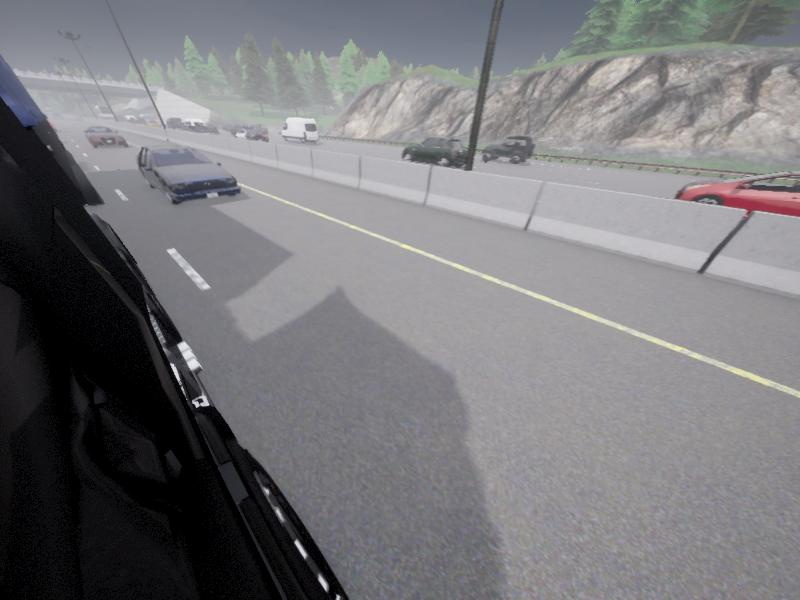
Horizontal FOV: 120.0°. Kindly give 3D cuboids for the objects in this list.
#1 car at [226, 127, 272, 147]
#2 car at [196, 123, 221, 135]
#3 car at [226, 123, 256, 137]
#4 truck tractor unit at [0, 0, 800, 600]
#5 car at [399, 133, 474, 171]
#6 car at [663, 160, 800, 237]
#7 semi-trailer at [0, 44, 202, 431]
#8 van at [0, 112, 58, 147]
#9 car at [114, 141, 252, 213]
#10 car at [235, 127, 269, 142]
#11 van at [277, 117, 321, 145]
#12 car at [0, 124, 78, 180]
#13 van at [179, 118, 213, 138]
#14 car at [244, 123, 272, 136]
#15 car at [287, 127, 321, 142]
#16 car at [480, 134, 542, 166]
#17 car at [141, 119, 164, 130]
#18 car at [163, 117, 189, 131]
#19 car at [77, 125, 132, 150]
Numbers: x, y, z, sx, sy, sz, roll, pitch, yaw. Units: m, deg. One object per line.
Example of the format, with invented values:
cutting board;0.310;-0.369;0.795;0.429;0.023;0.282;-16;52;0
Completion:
car;-15.995;-17.293;24.455;4.974;1.542;2.038;28;44;30
car;-31.893;-28.516;38.483;3.705;1.549;1.789;28;44;30
car;-26.522;-28.454;38.599;4.611;1.667;2.242;28;44;30
truck tractor unit;-2.645;-0.295;0.351;6.516;4.208;3.053;28;44;30
car;2.345;-10.388;16.061;4.553;1.767;2.097;28;44;30
car;11.876;-3.142;7.172;2.007;1.525;4.514;-26;45;-32
semi-trailer;-8.702;-3.589;4.244;14.254;4.402;2.717;28;44;30
van;-30.257;-13.547;18.291;2.069;2.038;4.480;-24;44;-30
car;-7.722;-4.579;8.131;5.357;1.411;2.033;28;44;30
car;-19.567;-21.878;30.490;4.181;1.385;1.994;28;44;30
van;-12.914;-21.568;29.468;5.915;2.561;1.988;28;44;30
car;-16.826;-6.778;10.365;4.856;1.649;2.033;28;44;30
van;-28.931;-24.383;32.753;4.480;2.038;2.069;28;44;30
car;-25.673;-30.752;41.696;4.611;1.667;2.242;28;44;30
car;-14.277;-24.622;34.302;4.902;1.511;2.128;28;44;30
car;8.990;-12.395;19.005;3.866;1.878;1.905;28;44;30
car;-49.857;-35.333;46.550;5.366;1.575;1.801;28;44;30
car;-46.581;-36.531;47.930;5.566;2.045;2.150;28;44;30
car;-24.095;-13.283;18.829;4.181;1.385;1.994;28;44;30
